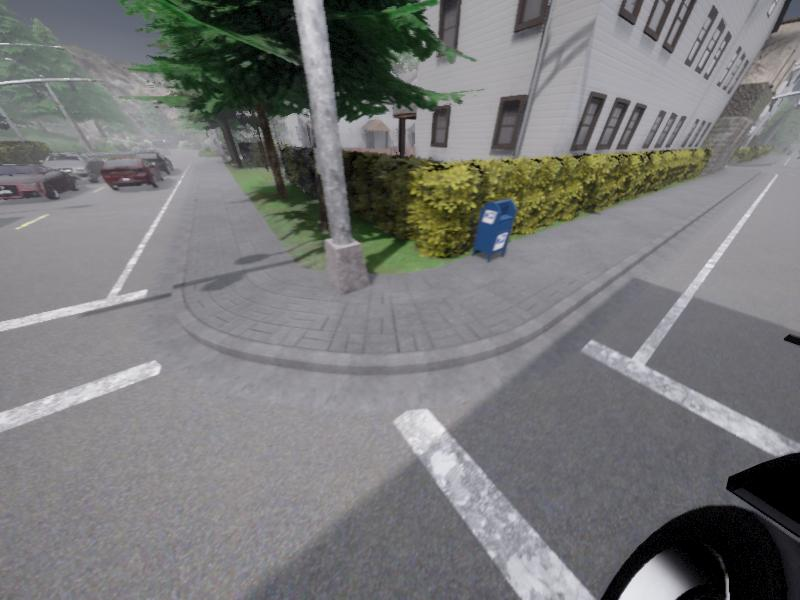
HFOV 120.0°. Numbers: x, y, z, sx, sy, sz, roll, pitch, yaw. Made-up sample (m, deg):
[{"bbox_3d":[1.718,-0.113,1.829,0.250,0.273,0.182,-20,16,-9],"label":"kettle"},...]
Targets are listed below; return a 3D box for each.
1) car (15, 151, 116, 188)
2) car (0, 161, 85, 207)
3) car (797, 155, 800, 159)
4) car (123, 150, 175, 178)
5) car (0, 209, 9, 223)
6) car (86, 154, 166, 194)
[{"bbox_3d":[-21.356,-8.713,15.143,2.152,1.651,5.027,-21,40,-28],"label":"car"},{"bbox_3d":[-17.730,-5.635,10.972,1.994,1.385,4.181,-21,40,-28],"label":"car"},{"bbox_3d":[73.589,-26.158,41.462,4.892,1.490,1.837,-21,40,-28],"label":"car"},{"bbox_3d":[-20.041,-11.119,18.710,1.882,1.535,5.008,-21,40,-28],"label":"car"},{"bbox_3d":[-13.590,-2.240,6.036,1.816,1.474,4.193,-21,40,-28],"label":"car"},{"bbox_3d":[-15.840,-7.634,13.738,1.882,1.535,5.008,-21,40,-28],"label":"car"}]
